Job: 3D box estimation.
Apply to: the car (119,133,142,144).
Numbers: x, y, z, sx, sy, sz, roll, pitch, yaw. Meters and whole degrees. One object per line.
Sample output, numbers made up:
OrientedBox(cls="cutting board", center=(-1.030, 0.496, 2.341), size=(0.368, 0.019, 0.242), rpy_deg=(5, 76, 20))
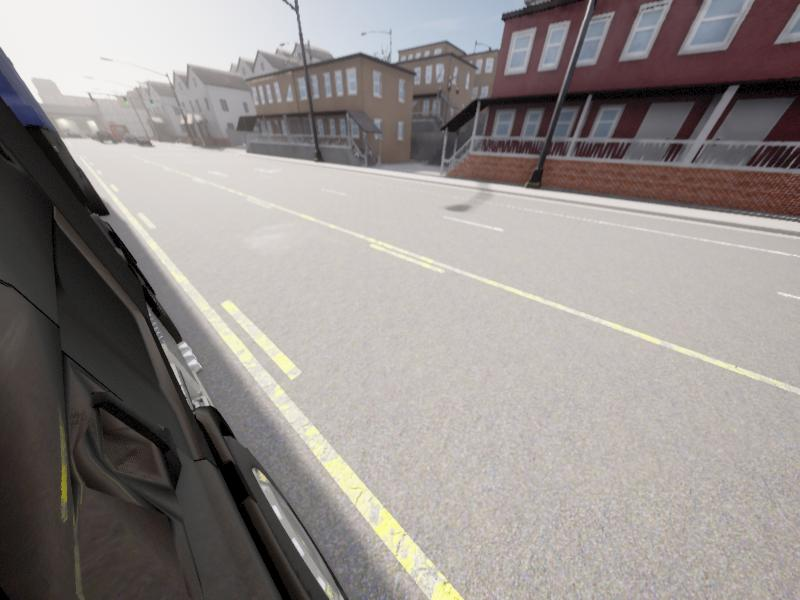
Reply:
OrientedBox(cls="car", center=(-57.462, -34.399, 49.263), size=(4.553, 1.767, 2.097), rpy_deg=(27, 41, 31))

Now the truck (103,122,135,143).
OrientedBox(cls="truck", center=(-67.565, -40.296, 55.518), size=(8.468, 3.827, 2.891), rpy_deg=(27, 41, 31))

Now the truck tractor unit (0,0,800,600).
OrientedBox(cls="truck tractor unit", center=(-2.645, -0.295, 0.351), size=(6.516, 4.208, 3.053), rpy_deg=(28, 44, 30))

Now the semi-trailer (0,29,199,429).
OrientedBox(cls="semi-trailer", center=(-8.717, -3.435, 4.415), size=(14.254, 4.402, 2.717), rpy_deg=(26, 41, 31))

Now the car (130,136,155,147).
OrientedBox(cls="car", center=(-47.661, -29.336, 42.762), size=(5.357, 1.411, 2.033), rpy_deg=(26, 41, 31))

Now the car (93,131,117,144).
OrientedBox(cls="car", center=(-61.582, -33.975, 48.209), size=(5.566, 2.045, 2.150), rpy_deg=(26, 41, 31))
